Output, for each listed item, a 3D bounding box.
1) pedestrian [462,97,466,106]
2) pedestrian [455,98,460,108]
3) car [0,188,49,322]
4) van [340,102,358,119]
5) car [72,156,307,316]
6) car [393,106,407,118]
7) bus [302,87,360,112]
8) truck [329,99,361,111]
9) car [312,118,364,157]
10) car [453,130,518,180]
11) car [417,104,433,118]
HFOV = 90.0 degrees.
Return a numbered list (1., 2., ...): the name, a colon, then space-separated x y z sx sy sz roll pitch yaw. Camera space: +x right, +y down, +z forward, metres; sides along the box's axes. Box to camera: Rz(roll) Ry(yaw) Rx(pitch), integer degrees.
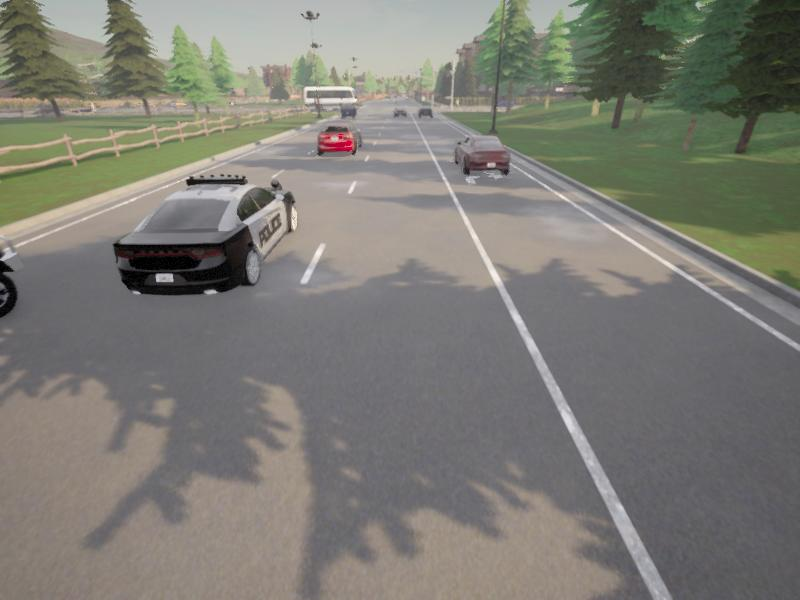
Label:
1. pedestrian: 16.030 -50.054 100.878 0.751 1.860 0.751 0 27 0
2. pedestrian: 12.064 -41.364 84.108 0.751 1.860 0.751 -3 27 -5
3. car: -6.996 0.136 4.388 1.932 1.855 4.605 0 27 0
4. van: -6.958 -25.947 54.798 1.775 1.987 4.442 0 27 0
5. car: -3.491 -1.695 8.138 1.930 1.638 5.238 0 27 0
6. car: 0.047 -27.217 57.900 1.895 1.301 4.718 0 27 0
7. bus: -13.338 -39.347 78.387 10.273 4.253 3.944 0 27 1
8. truck: -11.179 -39.945 81.862 6.274 2.098 2.390 0 27 1
9. car: -3.482 -9.598 23.416 2.242 1.667 4.611 0 27 0
10. car: 3.514 -6.400 17.352 1.812 1.442 4.674 0 27 0
11. car: 3.545 -26.856 56.767 1.930 1.638 5.238 0 27 0
